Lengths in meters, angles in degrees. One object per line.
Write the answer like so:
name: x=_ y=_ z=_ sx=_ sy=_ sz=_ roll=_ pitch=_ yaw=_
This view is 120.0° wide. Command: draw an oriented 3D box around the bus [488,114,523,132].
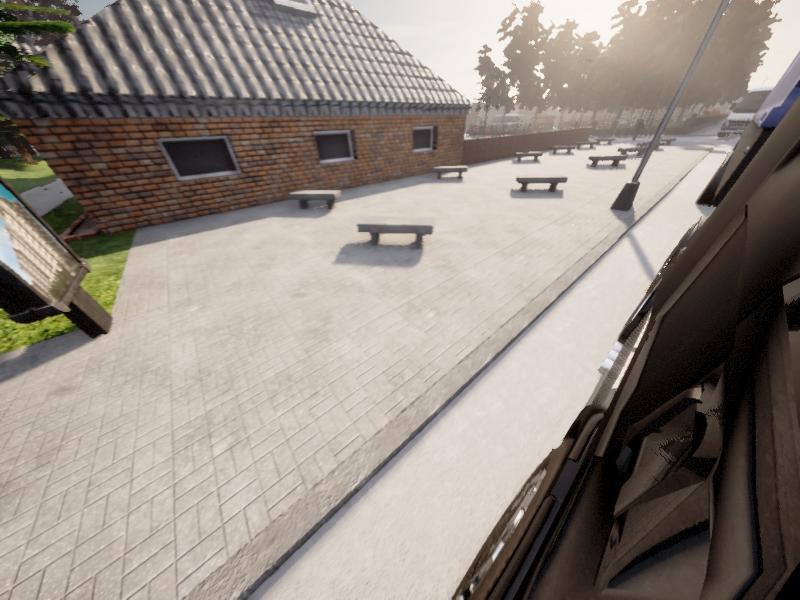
bus: x=32.288 y=-54.385 z=70.961 sx=10.273 sy=4.253 sz=3.944 roll=-24 pitch=42 yaw=-27

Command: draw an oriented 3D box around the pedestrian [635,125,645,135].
pedestrian: x=33.150 y=-23.435 z=31.880 sx=0.500 sy=1.100 sz=0.500 roll=-28 pitch=44 yaw=-30

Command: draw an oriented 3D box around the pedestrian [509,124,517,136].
pedestrian: x=21.163 y=-31.866 z=43.263 sx=0.751 sy=1.860 sz=0.751 roll=-28 pitch=44 yaw=-30

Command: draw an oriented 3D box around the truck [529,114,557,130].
truck: x=48.158 y=-59.999 z=77.864 sx=8.468 sy=3.827 sz=2.891 roll=-18 pitch=40 yaw=-20

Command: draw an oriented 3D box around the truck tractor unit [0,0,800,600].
truck tractor unit: x=2.645 y=-0.295 z=0.351 sx=6.516 sy=4.208 sz=3.053 roll=-28 pitch=44 yaw=-30

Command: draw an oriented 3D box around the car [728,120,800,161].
car: x=22.089 y=-9.572 z=13.725 sx=4.611 sy=1.667 sz=2.242 roll=-27 pitch=43 yaw=-29

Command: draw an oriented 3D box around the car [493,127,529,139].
car: x=18.712 y=-28.424 z=39.286 sx=1.882 sy=1.535 sz=5.008 roll=-28 pitch=44 yaw=-30

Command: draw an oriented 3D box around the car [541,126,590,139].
car: x=24.152 y=-24.593 z=33.945 sx=2.033 sy=1.411 sz=5.357 roll=-27 pitch=43 yaw=-29

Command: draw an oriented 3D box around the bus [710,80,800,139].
bus: x=38.970 y=-19.999 z=24.515 sx=10.273 sy=4.253 sz=3.944 roll=-22 pitch=42 yaw=-24

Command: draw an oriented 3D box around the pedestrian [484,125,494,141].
pedestrian: x=13.271 y=-24.996 z=34.541 sx=0.751 sy=1.860 sz=0.751 roll=-23 pitch=41 yaw=-25

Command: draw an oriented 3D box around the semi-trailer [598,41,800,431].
semi-trailer: x=8.692 y=-3.601 z=4.247 sx=14.254 sy=4.402 sz=2.717 roll=-28 pitch=44 yaw=-30
